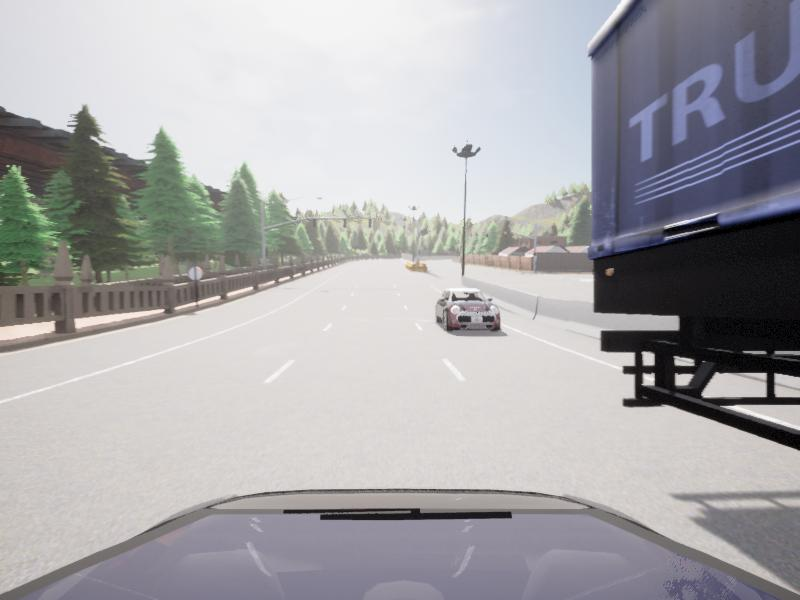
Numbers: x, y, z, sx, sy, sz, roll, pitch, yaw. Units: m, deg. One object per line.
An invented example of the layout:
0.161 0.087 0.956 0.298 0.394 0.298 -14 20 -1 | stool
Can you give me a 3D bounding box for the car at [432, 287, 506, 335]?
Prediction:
2.479 0.324 15.323 1.970 1.475 3.806 0 4 -3 | car
